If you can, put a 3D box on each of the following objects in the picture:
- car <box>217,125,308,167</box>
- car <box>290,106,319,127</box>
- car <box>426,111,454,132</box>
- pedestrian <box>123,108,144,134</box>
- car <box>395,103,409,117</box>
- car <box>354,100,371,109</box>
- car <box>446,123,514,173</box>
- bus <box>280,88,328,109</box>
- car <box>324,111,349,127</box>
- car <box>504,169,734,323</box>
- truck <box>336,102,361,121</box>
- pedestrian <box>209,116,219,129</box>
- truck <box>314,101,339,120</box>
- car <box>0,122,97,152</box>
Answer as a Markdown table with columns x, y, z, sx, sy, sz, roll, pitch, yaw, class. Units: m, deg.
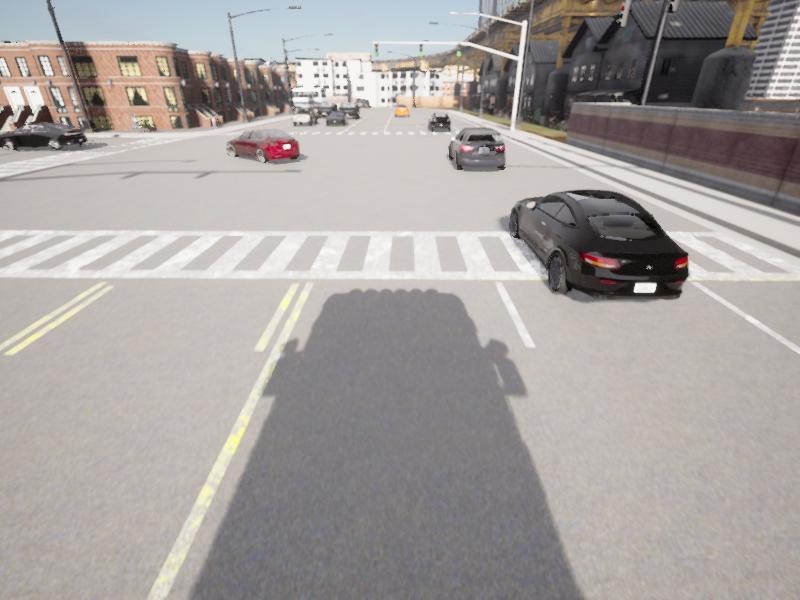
| x | y | z | sx | sy | sz | roll | pitch | yaw | class |
| --- | --- | --- | --- | --- | --- | --- | --- | --- | --- |
| -7.174 | -8.073 | 20.726 | 4.792 | 1.488 | 2.163 | 23 | 35 | 37 | car |
| -10.269 | -19.921 | 43.327 | 1.932 | 1.855 | 4.605 | 0 | 27 | 0 | car |
| 3.693 | -16.762 | 37.503 | 2.128 | 1.511 | 4.902 | 0 | 27 | 0 | car |
| -21.969 | -14.773 | 33.034 | 0.751 | 1.860 | 0.751 | -2 | 27 | -3 | pedestrian |
| 0.338 | -28.872 | 60.750 | 2.097 | 1.767 | 4.553 | 0 | 27 | 0 | car |
| -8.892 | -46.529 | 95.016 | 3.866 | 1.878 | 1.905 | 20 | 33 | 33 | car |
| 3.584 | -7.300 | 18.950 | 2.242 | 1.667 | 4.611 | 0 | 27 | 0 | car |
| -23.318 | -49.228 | 97.740 | 10.273 | 4.253 | 3.944 | 6 | 28 | 12 | bus |
| -6.768 | -19.603 | 43.244 | 1.994 | 1.385 | 4.181 | 0 | 27 | 0 | car |
| 3.515 | -1.373 | 7.685 | 1.812 | 1.442 | 4.674 | 0 | 27 | 0 | car |
| -6.711 | -24.873 | 52.683 | 2.390 | 2.098 | 6.274 | 0 | 27 | 0 | truck |
| -17.507 | -16.772 | 37.732 | 0.500 | 1.100 | 0.500 | 1 | 27 | 3 | pedestrian |
| -10.191 | -26.605 | 56.071 | 2.390 | 2.098 | 6.274 | 0 | 27 | 0 | truck |
| -22.020 | -10.028 | 24.584 | 4.902 | 1.511 | 2.128 | 1 | 27 | 2 | car |
